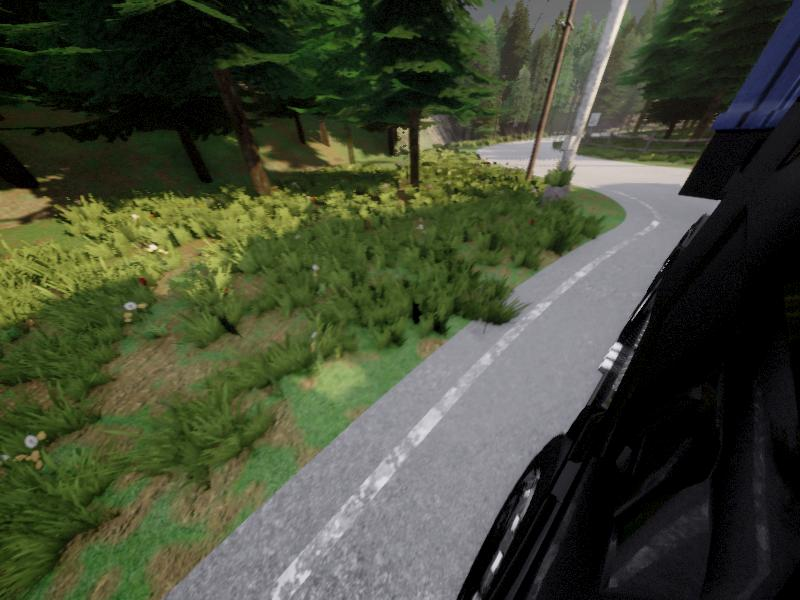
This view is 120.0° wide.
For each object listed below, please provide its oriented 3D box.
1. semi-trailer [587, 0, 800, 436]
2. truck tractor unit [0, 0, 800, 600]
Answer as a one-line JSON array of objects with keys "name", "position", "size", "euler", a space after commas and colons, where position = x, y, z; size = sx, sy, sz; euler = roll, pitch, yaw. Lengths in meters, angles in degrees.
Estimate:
[{"name": "semi-trailer", "position": [9.539, -2.834, 3.159], "size": [14.254, 4.402, 2.717], "euler": [-17, 38, -18]}, {"name": "truck tractor unit", "position": [2.645, -0.295, 0.351], "size": [6.516, 4.208, 3.053], "euler": [-28, 44, -30]}]
